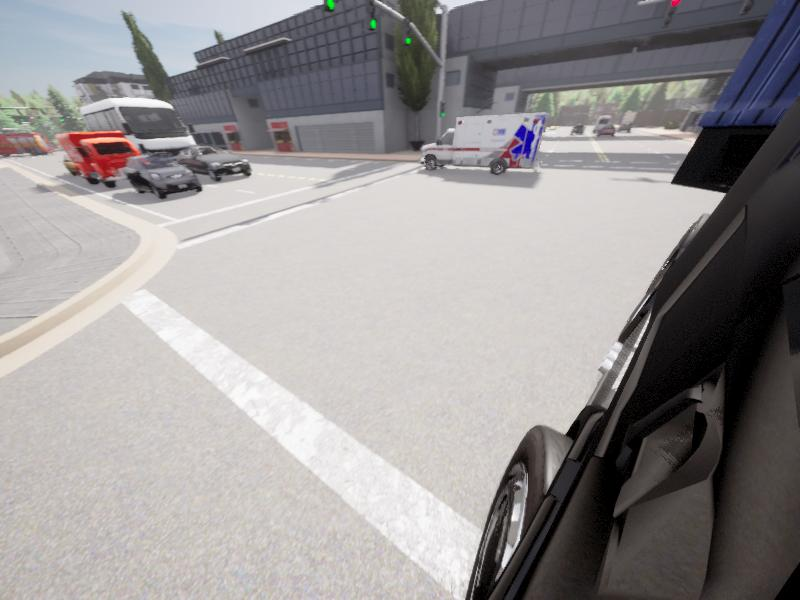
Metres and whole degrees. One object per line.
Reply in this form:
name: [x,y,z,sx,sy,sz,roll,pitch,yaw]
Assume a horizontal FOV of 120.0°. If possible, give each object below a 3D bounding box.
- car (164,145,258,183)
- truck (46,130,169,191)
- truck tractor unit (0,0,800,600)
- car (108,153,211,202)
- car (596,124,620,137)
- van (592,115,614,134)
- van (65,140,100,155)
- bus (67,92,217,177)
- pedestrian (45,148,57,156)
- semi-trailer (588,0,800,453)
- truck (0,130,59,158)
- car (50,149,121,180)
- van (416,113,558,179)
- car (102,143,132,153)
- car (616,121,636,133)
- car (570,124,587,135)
car: [-11.495,-8.394,14.069,5.027,1.651,2.152,19,42,25]
truck: [-16.635,-8.071,13.208,5.204,2.467,2.627,20,42,26]
truck tractor unit: [2.645,-0.295,0.351,6.516,4.208,3.053,-28,44,-30]
car: [-10.868,-5.673,10.488,3.633,1.501,1.845,19,42,26]
car: [30.985,-25.351,34.589,1.994,1.385,4.181,18,41,25]
van: [38.111,-33.129,43.594,1.988,2.561,5.915,19,42,26]
van: [-57.243,-27.521,41.649,4.480,2.038,2.069,17,41,24]
bus: [-19.768,-12.481,17.765,10.273,4.253,3.944,20,42,27]
pedestrian: [-59.654,-25.223,39.456,0.500,1.100,0.500,7,38,12]
semi-trailer: [10.073,-1.689,1.636,14.254,4.402,2.717,-5,36,-4]
truck: [-70.765,-28.463,42.130,8.468,3.827,2.891,-17,39,-19]
car: [-22.887,-9.968,16.810,5.366,1.575,1.801,20,42,27]
van: [4.262,-8.244,12.354,6.366,2.431,2.351,18,42,25]
car: [-51.770,-27.806,42.257,5.357,1.411,2.033,20,42,27]
car: [40.589,-31.146,41.594,1.851,1.617,3.988,20,42,27]
car: [31.557,-30.126,40.814,1.837,1.490,4.892,19,42,26]
